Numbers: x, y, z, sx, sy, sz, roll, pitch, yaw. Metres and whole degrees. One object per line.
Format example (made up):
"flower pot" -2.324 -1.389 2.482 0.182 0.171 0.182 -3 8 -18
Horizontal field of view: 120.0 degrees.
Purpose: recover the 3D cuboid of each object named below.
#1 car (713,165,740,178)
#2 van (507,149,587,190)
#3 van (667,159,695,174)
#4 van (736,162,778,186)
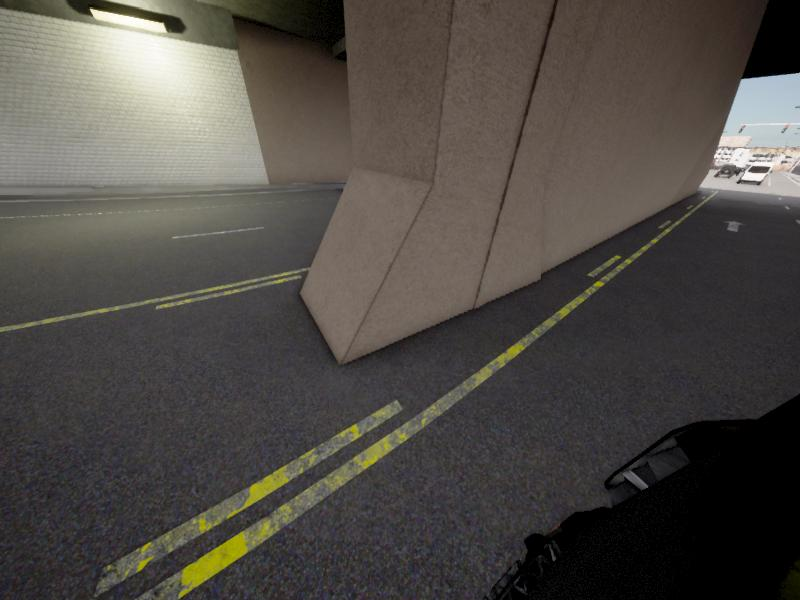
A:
"car" 59.199 -23.252 41.864 3.866 1.878 1.905 -19 39 -31
"van" 11.697 -10.387 18.330 6.366 2.431 2.351 -21 40 -32
"van" 61.097 -29.041 50.248 6.366 2.431 2.351 -21 40 -31
"van" 48.208 -17.144 31.218 5.915 2.561 1.988 -20 40 -30
